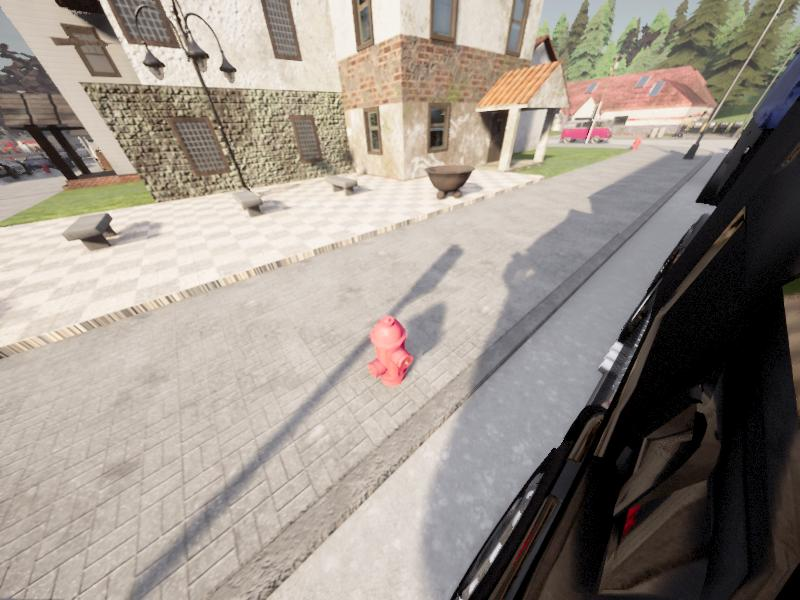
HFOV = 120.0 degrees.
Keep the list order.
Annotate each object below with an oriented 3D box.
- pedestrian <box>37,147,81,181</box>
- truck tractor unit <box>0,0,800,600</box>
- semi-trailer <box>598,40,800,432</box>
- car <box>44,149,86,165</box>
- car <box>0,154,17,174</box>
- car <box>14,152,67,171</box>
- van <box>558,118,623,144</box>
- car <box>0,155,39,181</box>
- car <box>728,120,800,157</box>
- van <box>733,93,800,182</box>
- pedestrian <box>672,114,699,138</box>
[{"bbox_3d":[-23.472,-9.385,15.952,0.751,1.860,0.751,-28,44,-29],"label":"pedestrian"},{"bbox_3d":[2.645,-0.295,0.352,6.516,4.208,3.053,-28,44,-30],"label":"truck tractor unit"},{"bbox_3d":[8.674,-3.635,4.232,14.254,4.402,2.717,-29,44,-30],"label":"semi-trailer"},{"bbox_3d":[-45.824,-19.668,31.727,2.033,1.411,5.357,-28,44,-29],"label":"car"},{"bbox_3d":[-42.872,-13.884,23.766,2.163,1.488,4.792,-28,44,-29],"label":"car"},{"bbox_3d":[-39.692,-15.401,25.665,1.994,1.385,4.181,-28,44,-29],"label":"car"},{"bbox_3d":[19.355,-17.356,23.783,1.775,1.987,4.442,-28,44,-29],"label":"van"},{"bbox_3d":[-33.281,-11.020,19.270,2.038,1.542,4.974,-28,43,-29],"label":"car"},{"bbox_3d":[21.609,-9.506,13.554,1.789,1.549,3.705,25,45,32],"label":"car"},{"bbox_3d":[16.577,-6.813,9.498,5.915,2.561,1.988,-27,43,-28],"label":"van"},{"bbox_3d":[28.405,-17.350,23.058,0.751,1.860,0.751,11,39,18],"label":"pedestrian"}]
